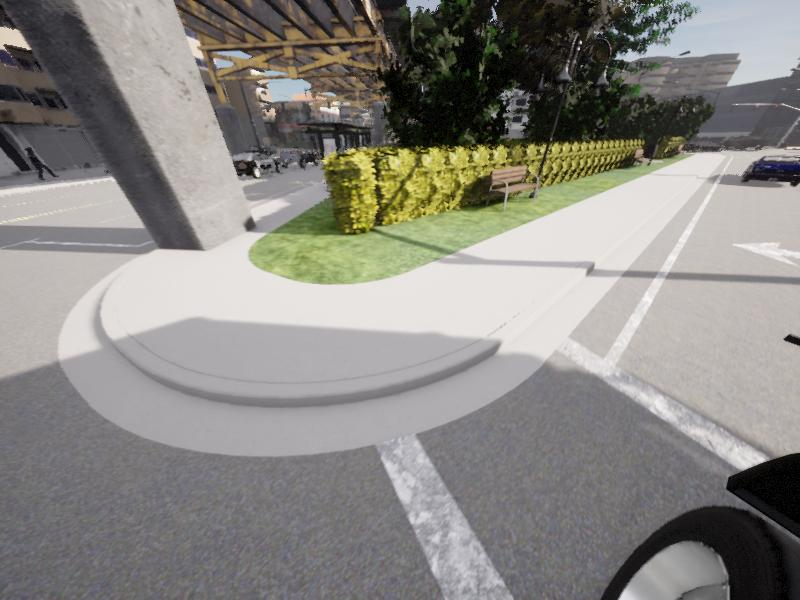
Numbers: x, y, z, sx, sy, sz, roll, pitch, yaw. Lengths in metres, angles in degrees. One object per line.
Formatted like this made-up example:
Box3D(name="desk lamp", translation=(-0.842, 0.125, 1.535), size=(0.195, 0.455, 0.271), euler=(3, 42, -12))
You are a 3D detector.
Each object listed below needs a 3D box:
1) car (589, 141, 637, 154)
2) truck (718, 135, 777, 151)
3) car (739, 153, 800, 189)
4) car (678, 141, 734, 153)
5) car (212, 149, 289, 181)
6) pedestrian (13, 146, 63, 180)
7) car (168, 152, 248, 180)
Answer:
Box3D(name="car", translation=(32.831, -23.582, 35.725), size=(4.902, 1.511, 2.128), euler=(3, 35, 5))
Box3D(name="truck", translation=(60.394, -27.521, 40.466), size=(2.390, 2.098, 6.274), euler=(11, 36, 15))
Box3D(name="car", translation=(21.023, -7.322, 12.917), size=(4.718, 1.301, 1.895), euler=(-26, 42, -31))
Box3D(name="car", translation=(45.843, -22.993, 34.723), size=(4.792, 1.488, 2.163), euler=(1, 35, 3))
Box3D(name="car", translation=(-10.672, -10.115, 17.106), size=(1.930, 1.638, 5.238), euler=(3, 35, 5))
Box3D(name="pedestrian", translation=(-24.060, -9.111, 15.399), size=(0.751, 1.860, 0.751), euler=(3, 35, 6))
Box3D(name="car", translation=(-14.150, -10.223, 17.486), size=(1.812, 1.442, 4.674), euler=(3, 35, 5))
